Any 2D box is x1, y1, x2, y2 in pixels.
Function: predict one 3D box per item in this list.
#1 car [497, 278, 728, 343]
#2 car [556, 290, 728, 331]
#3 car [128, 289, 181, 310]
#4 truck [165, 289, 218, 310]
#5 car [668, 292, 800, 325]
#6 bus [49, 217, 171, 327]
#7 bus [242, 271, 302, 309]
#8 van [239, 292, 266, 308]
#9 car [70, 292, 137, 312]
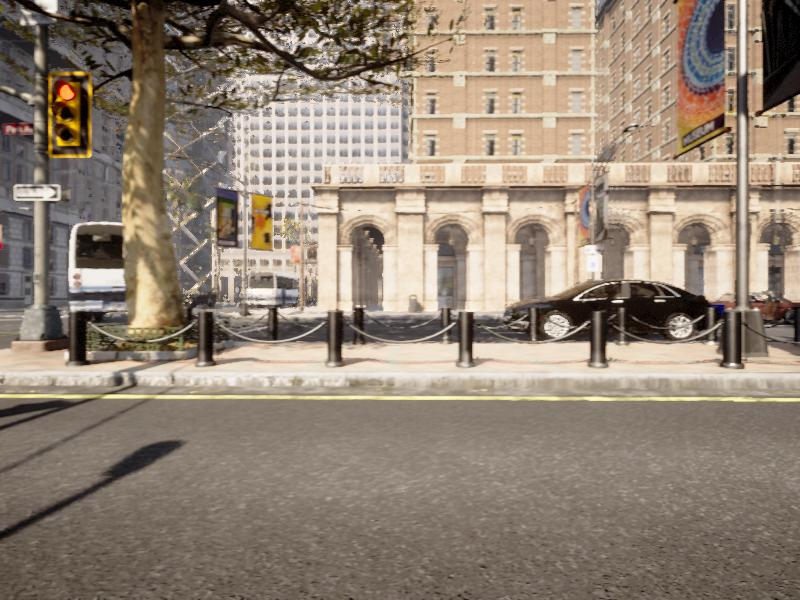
[{"bbox_3d":[5.151,0.244,10.200,4.892,1.490,1.837,0,0,1],"label":"car"},{"bbox_3d":[8.047,0.342,13.649,4.718,1.301,1.895,0,0,1],"label":"car"},{"bbox_3d":[-25.847,-0.041,42.490,2.150,2.045,5.566,0,0,1],"label":"car"},{"bbox_3d":[-22.333,-0.066,43.289,2.390,2.098,6.274,0,0,1],"label":"truck"},{"bbox_3d":[14.270,0.337,16.790,4.718,1.301,1.895,0,0,1],"label":"car"},{"bbox_3d":[-14.561,-1.135,20.833,3.944,4.253,10.273,-2,1,-32],"label":"bus"},{"bbox_3d":[-15.330,-1.141,49.244,3.944,4.253,10.273,0,0,1],"label":"bus"},{"bbox_3d":[-18.672,-0.011,50.902,1.775,1.987,4.442,0,0,1],"label":"van"},{"bbox_3d":[-25.942,0.172,35.310,2.152,1.651,5.027,0,0,1],"label":"car"}]
